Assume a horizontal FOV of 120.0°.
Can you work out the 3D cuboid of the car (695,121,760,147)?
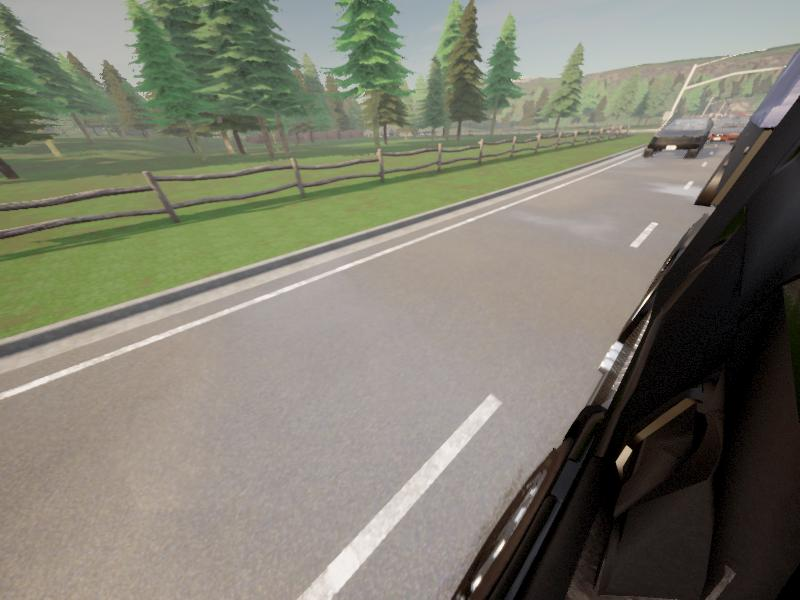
[{"bbox_3d":[29.566,-15.056,20.873,5.027,1.651,2.152,-22,41,-24],"label":"car"}]

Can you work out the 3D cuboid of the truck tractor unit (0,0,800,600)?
[{"bbox_3d":[2.645,-0.295,0.351,6.516,4.208,3.053,-28,44,-30],"label":"truck tractor unit"}]

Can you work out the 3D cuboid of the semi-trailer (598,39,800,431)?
[{"bbox_3d":[8.682,-3.593,4.277,14.254,4.402,2.717,-28,43,-30],"label":"semi-trailer"}]

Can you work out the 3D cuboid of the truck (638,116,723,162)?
[{"bbox_3d":[18.592,-10.712,15.262,6.274,2.098,2.390,-29,44,-31],"label":"truck"}]
